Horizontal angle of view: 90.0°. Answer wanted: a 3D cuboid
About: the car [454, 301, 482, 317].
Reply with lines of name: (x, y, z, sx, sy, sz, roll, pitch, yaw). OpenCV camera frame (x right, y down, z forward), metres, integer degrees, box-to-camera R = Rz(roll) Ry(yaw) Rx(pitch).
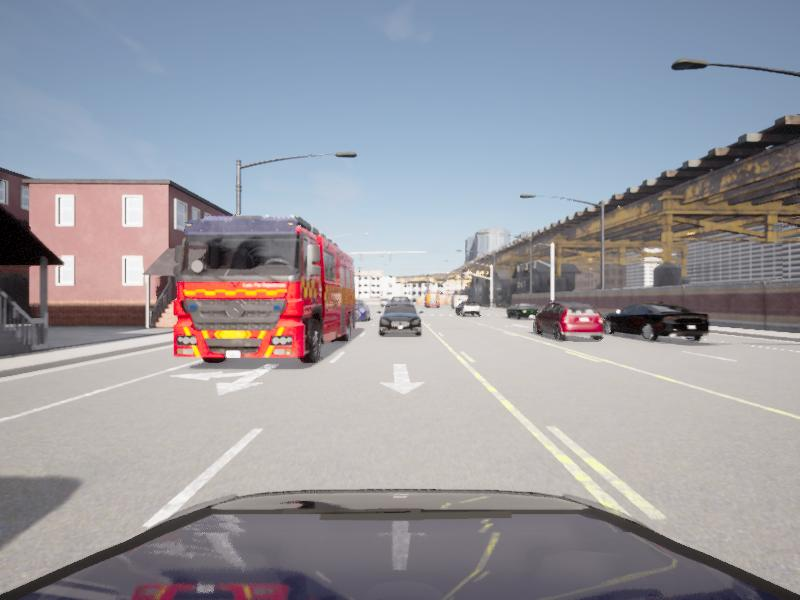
car: (6.884, 0.881, 40.747, 2.007, 1.525, 4.514, 0, 0, -1)

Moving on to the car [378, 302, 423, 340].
car: (0.016, 0.869, 18.822, 1.837, 1.490, 4.892, 0, 0, 0)

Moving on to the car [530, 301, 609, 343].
car: (6.996, 0.841, 16.948, 1.789, 1.549, 3.705, 0, 0, 0)

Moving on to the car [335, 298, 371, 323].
car: (-3.422, 0.733, 29.967, 2.097, 1.767, 4.553, 0, 0, 1)

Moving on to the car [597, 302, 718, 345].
car: (10.515, 0.845, 16.896, 1.882, 1.535, 5.008, 0, 0, 0)

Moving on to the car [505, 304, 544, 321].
car: (10.525, 0.988, 34.157, 1.895, 1.301, 4.718, 0, 0, 0)

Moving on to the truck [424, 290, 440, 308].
truck: (7.065, -0.212, 88.990, 2.891, 3.827, 8.468, 0, 0, 0)

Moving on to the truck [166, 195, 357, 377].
truck: (-3.398, -0.306, 12.694, 2.891, 3.827, 8.468, 0, 0, 2)

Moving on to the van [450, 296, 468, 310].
van: (10.551, 0.466, 72.111, 2.351, 2.431, 6.366, 0, 0, 0)

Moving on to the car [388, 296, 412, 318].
car: (0.029, 0.618, 39.188, 2.150, 2.045, 5.566, 0, 0, 0)
